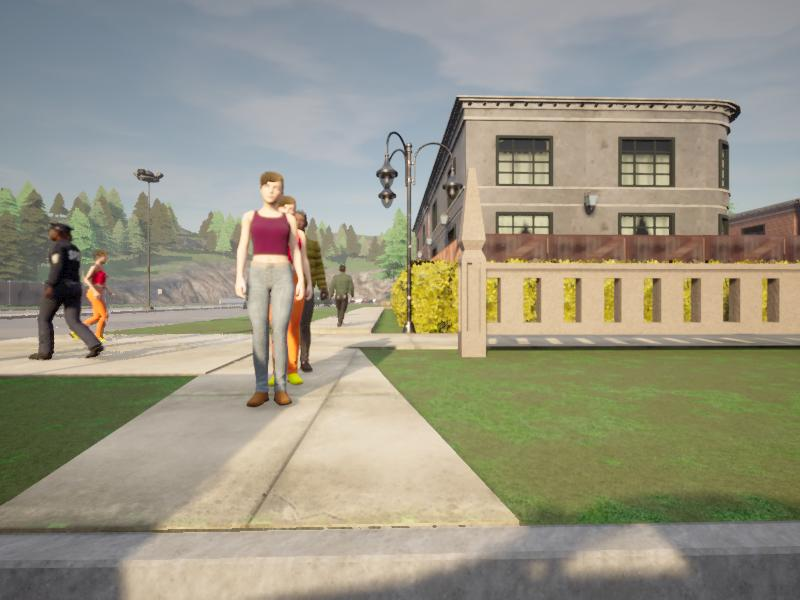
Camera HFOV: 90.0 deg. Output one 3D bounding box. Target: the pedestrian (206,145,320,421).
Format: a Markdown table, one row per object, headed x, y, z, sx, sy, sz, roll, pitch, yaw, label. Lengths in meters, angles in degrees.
| x | y | z | sx | sy | sz | roll | pitch | yaw | label |
| --- | --- | --- | --- | --- | --- | --- | --- | --- | --- |
| -1.020 | -0.115 | 3.149 | 0.751 | 1.860 | 0.751 | 0 | 0 | -12 | pedestrian |

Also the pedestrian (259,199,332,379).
| x | y | z | sx | sy | sz | roll | pitch | yaw | label |
| --- | --- | --- | --- | --- | --- | --- | --- | --- | --- |
| -1.168 | -0.115 | 4.581 | 0.751 | 1.860 | 0.751 | 0 | 0 | -12 | pedestrian |

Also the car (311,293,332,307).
| x | y | z | sx | sy | sz | roll | pitch | yaw | label |
| --- | --- | --- | --- | --- | --- | --- | --- | --- | --- |
| -11.647 | -0.032 | 59.814 | 2.150 | 2.045 | 5.566 | 0 | 0 | -2 | car |

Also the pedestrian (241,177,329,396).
| x | y | z | sx | sy | sz | roll | pitch | yaw | label |
| --- | --- | --- | --- | --- | --- | --- | --- | --- | --- |
| -1.112 | -0.115 | 3.876 | 0.751 | 1.860 | 0.751 | 0 | 0 | -18 | pedestrian |

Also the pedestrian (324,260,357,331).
| x | y | z | sx | sy | sz | roll | pitch | yaw | label |
| --- | --- | --- | --- | --- | --- | --- | --- | --- | --- |
| -1.584 | -0.115 | 10.730 | 0.751 | 1.860 | 0.751 | 0 | 0 | 1 | pedestrian |

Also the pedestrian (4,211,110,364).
| x | y | z | sx | sy | sz | roll | pitch | yaw | label |
| --- | --- | --- | --- | --- | --- | --- | --- | --- | --- |
| -4.450 | -0.151 | 5.251 | 0.751 | 1.860 | 0.751 | 0 | 0 | -1 | pedestrian |

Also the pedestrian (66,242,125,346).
| x | y | z | sx | sy | sz | roll | pitch | yaw | label |
| --- | --- | --- | --- | --- | --- | --- | --- | --- | --- |
| -5.784 | -0.115 | 7.658 | 0.751 | 1.860 | 0.751 | 0 | 0 | -24 | pedestrian |
